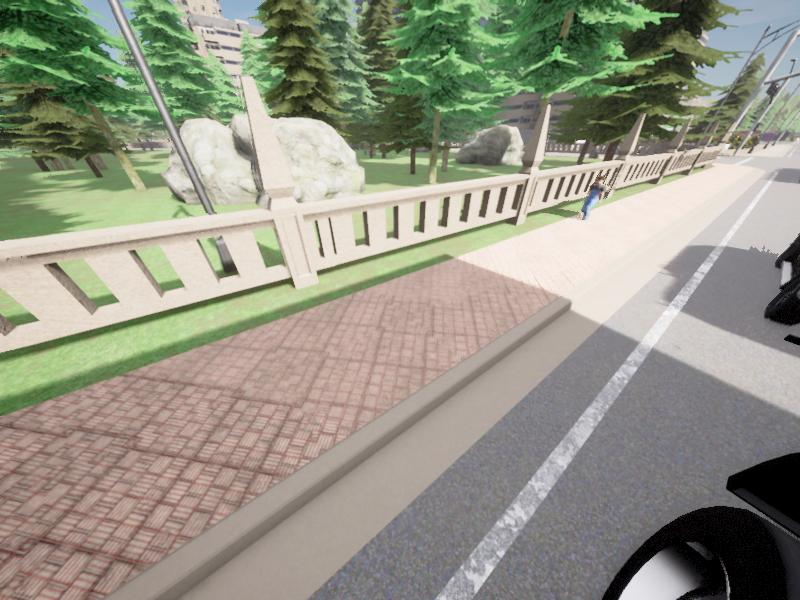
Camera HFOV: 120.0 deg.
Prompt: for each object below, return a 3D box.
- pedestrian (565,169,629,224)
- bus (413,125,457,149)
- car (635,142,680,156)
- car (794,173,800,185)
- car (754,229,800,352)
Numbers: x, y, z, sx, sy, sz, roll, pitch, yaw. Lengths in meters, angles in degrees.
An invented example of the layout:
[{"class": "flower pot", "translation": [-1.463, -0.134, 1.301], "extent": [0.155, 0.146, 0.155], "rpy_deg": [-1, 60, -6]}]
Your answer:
[{"class": "pedestrian", "translation": [5.646, -3.010, 6.699], "extent": [0.751, 1.300, 0.751], "rpy_deg": [-16, 38, -21]}, {"class": "bus", "translation": [7.927, -38.457, 54.686], "extent": [3.944, 4.253, 10.273], "rpy_deg": [-22, 41, -28]}, {"class": "car", "translation": [36.011, -21.197, 32.378], "extent": [1.845, 1.501, 3.633], "rpy_deg": [-22, 41, -28]}, {"class": "car", "translation": [23.990, -7.240, 12.674], "extent": [3.633, 1.501, 1.845], "rpy_deg": [-22, 41, -28]}, {"class": "car", "translation": [7.244, -0.573, 3.042], "extent": [4.605, 1.855, 1.932], "rpy_deg": [-22, 41, -28]}]
